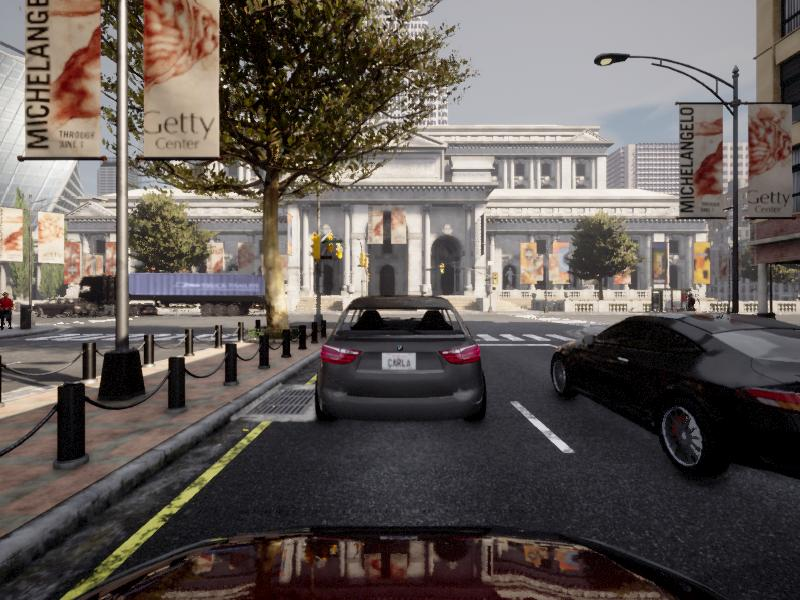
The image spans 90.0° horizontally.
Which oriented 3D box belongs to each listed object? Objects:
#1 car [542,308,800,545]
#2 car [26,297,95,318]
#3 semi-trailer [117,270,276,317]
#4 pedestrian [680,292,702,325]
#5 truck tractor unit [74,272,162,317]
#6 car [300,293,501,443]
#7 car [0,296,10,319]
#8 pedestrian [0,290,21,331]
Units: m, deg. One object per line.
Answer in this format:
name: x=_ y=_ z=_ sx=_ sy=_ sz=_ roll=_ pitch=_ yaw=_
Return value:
car: x=3.472 y=0.870 z=4.935 sx=1.812 sy=1.442 sz=4.674 roll=0 pitch=0 yaw=0
car: x=-30.513 y=0.653 z=36.014 sx=4.605 sy=1.855 sz=1.932 roll=0 pitch=0 yaw=0
semi-trailer: x=-19.801 y=-0.619 z=39.439 sx=14.254 sy=4.402 sz=2.717 roll=0 pitch=0 yaw=0
pedestrian: x=16.772 y=0.485 z=23.045 sx=0.751 sy=1.860 sz=0.751 roll=0 pitch=0 yaw=6
truck tractor unit: x=-27.717 y=-0.523 z=39.496 sx=6.516 sy=4.208 sz=3.053 roll=0 pitch=0 yaw=0
car: x=0.019 y=0.756 z=6.759 sx=2.242 sy=1.667 sz=4.611 roll=0 pitch=0 yaw=0
car: x=-34.566 y=0.646 z=32.518 sx=3.866 sy=1.878 sz=1.905 roll=0 pitch=0 yaw=0
pedestrian: x=-18.319 y=0.485 z=18.650 sx=0.751 sy=1.860 sz=0.751 roll=0 pitch=0 yaw=31
